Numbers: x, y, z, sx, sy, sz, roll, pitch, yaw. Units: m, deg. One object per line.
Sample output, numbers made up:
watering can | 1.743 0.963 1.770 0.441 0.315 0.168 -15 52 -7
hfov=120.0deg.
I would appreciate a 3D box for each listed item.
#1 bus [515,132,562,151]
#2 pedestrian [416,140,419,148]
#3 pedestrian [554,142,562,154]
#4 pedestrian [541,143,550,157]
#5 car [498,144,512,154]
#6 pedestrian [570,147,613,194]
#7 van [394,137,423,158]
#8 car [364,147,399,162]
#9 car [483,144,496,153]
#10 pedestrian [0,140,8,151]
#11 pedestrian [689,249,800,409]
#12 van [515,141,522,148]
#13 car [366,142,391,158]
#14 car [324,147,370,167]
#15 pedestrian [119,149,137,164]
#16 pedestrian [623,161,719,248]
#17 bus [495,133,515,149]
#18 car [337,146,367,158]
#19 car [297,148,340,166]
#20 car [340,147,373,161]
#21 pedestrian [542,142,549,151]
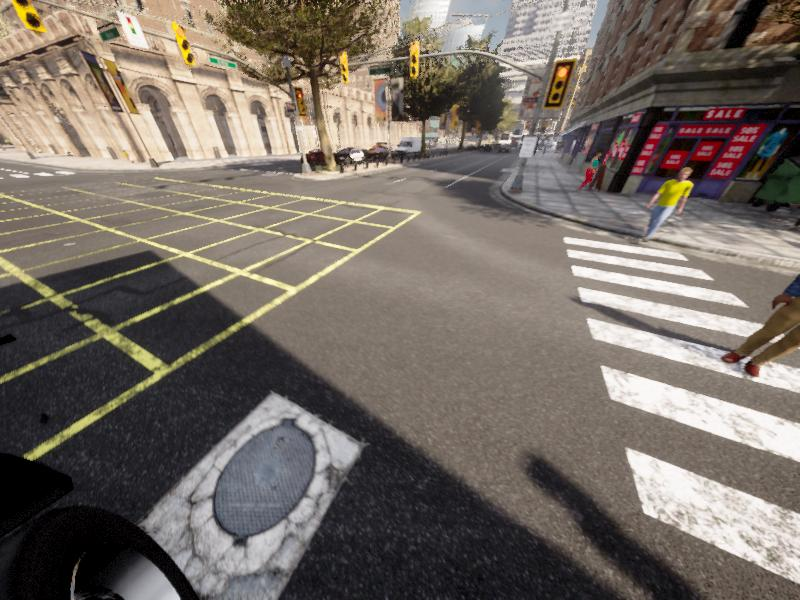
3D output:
bus | 39.560 -45.865 66.746 3.944 4.253 10.273 -22 41 -29
pedestrian | 5.347 -46.915 69.524 0.751 1.860 0.751 12 36 16
pedestrian | 30.750 -29.531 44.936 0.751 1.860 0.751 17 38 23
pedestrian | 23.257 -24.053 36.952 0.751 1.860 0.751 15 37 19
car | 22.919 -33.022 50.429 2.038 1.542 4.974 16 38 21
pedestrian | 9.091 -6.169 11.041 0.751 1.860 0.751 -22 41 -29
van | 1.369 -23.315 35.272 1.988 2.561 5.915 16 38 21
car | -2.214 -18.673 29.550 2.033 1.411 5.357 16 38 21
car | 20.344 -34.573 52.650 1.837 1.490 4.892 16 38 21
pedestrian | -65.890 -25.577 37.783 0.751 1.860 0.751 -10 36 -15
pedestrian | 4.167 0.065 2.276 0.751 1.860 0.751 -19 39 -26
van | 44.407 -58.258 86.614 1.775 1.987 4.442 16 38 21
car | -3.112 -22.395 34.450 1.905 1.878 3.866 16 38 21
car | -5.345 -15.091 24.237 2.038 1.542 4.974 16 38 21
pedestrian | -25.173 -13.265 21.379 0.500 1.100 0.500 -1 35 -2
pedestrian | 6.758 -2.402 5.854 0.751 1.860 0.751 -24 42 -31
bus | 35.098 -53.051 77.001 3.944 4.253 10.273 16 38 21
car | -6.953 -21.916 34.214 1.895 1.301 4.718 16 38 21
car | -8.727 -15.635 25.109 1.994 1.385 4.181 16 38 21
car | -5.619 -19.248 30.346 1.994 1.385 4.181 17 38 22
pedestrian | 34.767 -36.600 55.152 0.751 1.860 0.751 8 35 10
